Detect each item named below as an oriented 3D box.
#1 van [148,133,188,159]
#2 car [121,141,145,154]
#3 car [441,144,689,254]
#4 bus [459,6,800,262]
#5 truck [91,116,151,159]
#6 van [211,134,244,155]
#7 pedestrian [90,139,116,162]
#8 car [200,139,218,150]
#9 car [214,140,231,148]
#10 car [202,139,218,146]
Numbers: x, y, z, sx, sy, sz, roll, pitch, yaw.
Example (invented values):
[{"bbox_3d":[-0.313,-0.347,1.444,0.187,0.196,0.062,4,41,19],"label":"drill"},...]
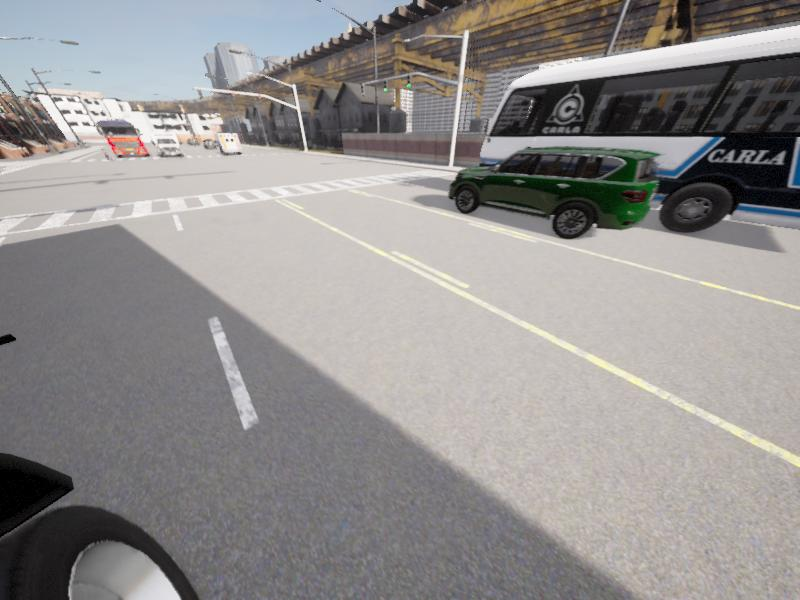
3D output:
[{"bbox_3d":[-28.127,-18.725,27.972,2.351,2.431,6.366,-27,44,-33],"label":"van"},{"bbox_3d":[-40.180,-23.135,34.892,1.837,1.490,4.892,-27,44,-33],"label":"car"},{"bbox_3d":[4.235,-3.557,7.194,2.150,2.045,5.566,-27,44,-33],"label":"car"},{"bbox_3d":[7.667,-5.158,7.579,3.944,4.253,10.273,-27,44,-33],"label":"bus"},{"bbox_3d":[-33.776,-19.920,28.396,2.891,3.827,8.468,-27,44,-33],"label":"truck"},{"bbox_3d":[-25.268,-22.829,33.799,2.351,2.431,6.366,-25,43,-32],"label":"van"},{"bbox_3d":[-29.128,-14.667,22.679,0.751,1.860,0.751,-29,45,-35],"label":"pedestrian"},{"bbox_3d":[-37.234,-30.350,45.050,1.789,1.549,3.705,-27,44,-33],"label":"car"},{"bbox_3d":[-39.769,-34.961,51.692,1.970,1.475,3.806,-27,44,-33],"label":"car"},{"bbox_3d":[-49.503,-41.084,60.199,4.674,1.442,1.812,27,43,33],"label":"car"}]
